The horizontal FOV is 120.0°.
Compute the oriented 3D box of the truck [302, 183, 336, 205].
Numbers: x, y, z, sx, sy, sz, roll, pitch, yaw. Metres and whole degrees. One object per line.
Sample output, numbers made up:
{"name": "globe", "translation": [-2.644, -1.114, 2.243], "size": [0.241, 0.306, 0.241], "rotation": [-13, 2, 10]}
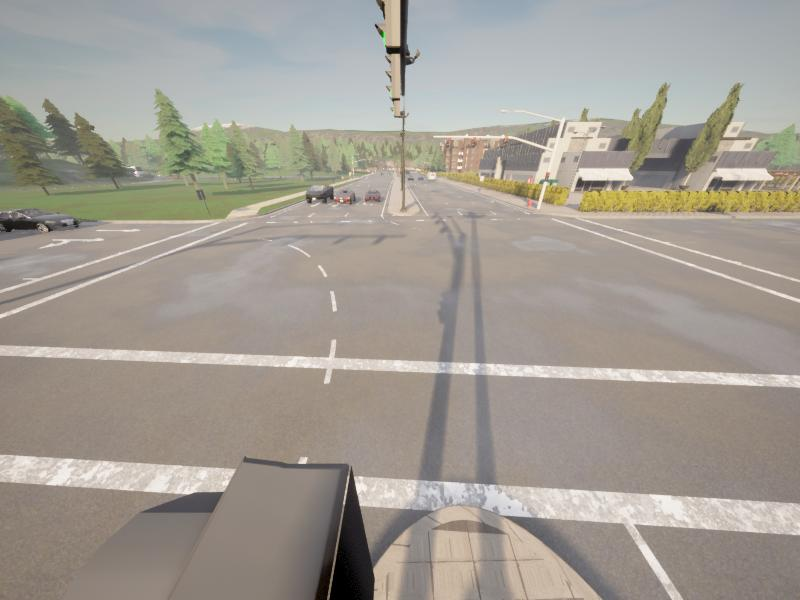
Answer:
{"name": "truck", "translation": [-10.710, -14.415, 31.174], "size": [2.390, 2.098, 6.274], "rotation": [0, 30, -1]}

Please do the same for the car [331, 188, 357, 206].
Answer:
{"name": "car", "translation": [-7.190, -13.642, 30.312], "size": [2.152, 1.651, 5.027], "rotation": [0, 30, -1]}

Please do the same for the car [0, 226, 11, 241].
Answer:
{"name": "car", "translation": [-27.986, -4.147, 13.998], "size": [4.892, 1.490, 1.837], "rotation": [0, 30, 0]}

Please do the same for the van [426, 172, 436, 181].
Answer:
{"name": "van", "translation": [10.659, -42.364, 79.256], "size": [2.351, 2.431, 6.366], "rotation": [0, 30, 0]}

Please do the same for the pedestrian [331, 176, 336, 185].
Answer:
{"name": "pedestrian", "translation": [-16.903, -30.449, 58.831], "size": [0.751, 1.860, 0.751], "rotation": [0, 30, 0]}

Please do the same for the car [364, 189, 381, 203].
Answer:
{"name": "car", "translation": [-3.720, -14.464, 31.989], "size": [1.994, 1.385, 4.181], "rotation": [0, 30, -1]}

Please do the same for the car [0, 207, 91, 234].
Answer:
{"name": "car", "translation": [-26.963, -5.908, 17.026], "size": [4.902, 1.511, 2.128], "rotation": [0, 30, 0]}
